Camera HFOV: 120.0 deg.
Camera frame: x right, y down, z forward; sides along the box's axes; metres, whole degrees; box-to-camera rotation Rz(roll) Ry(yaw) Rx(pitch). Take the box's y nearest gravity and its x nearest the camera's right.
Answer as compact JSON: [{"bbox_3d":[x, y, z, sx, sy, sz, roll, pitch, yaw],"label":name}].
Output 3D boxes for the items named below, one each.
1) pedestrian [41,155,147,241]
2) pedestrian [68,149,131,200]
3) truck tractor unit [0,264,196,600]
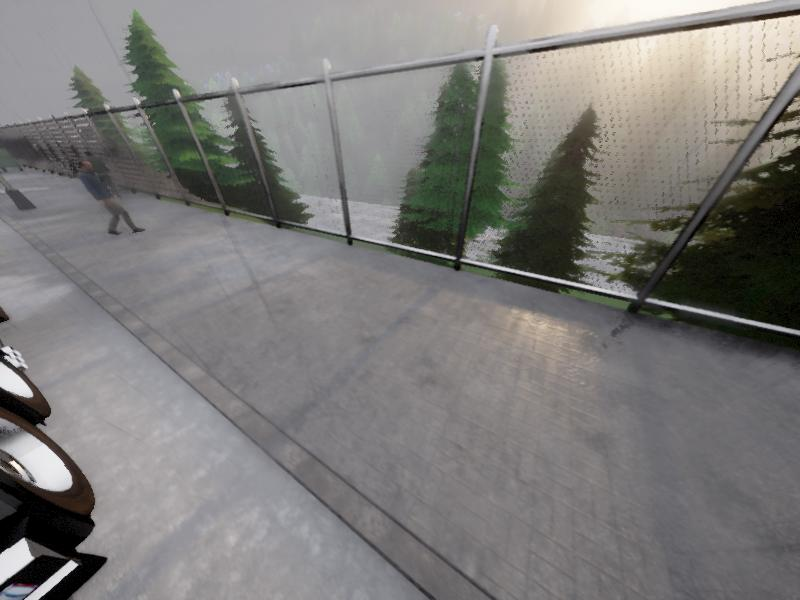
[{"bbox_3d":[-7.670,-2.614,5.949,0.751,1.860,0.751,-22,41,-28],"label":"pedestrian"},{"bbox_3d":[-12.968,-5.429,10.025,0.751,1.860,0.751,18,39,24],"label":"pedestrian"},{"bbox_3d":[-5.116,-0.293,0.792,6.516,4.208,3.053,18,39,24],"label":"truck tractor unit"}]
